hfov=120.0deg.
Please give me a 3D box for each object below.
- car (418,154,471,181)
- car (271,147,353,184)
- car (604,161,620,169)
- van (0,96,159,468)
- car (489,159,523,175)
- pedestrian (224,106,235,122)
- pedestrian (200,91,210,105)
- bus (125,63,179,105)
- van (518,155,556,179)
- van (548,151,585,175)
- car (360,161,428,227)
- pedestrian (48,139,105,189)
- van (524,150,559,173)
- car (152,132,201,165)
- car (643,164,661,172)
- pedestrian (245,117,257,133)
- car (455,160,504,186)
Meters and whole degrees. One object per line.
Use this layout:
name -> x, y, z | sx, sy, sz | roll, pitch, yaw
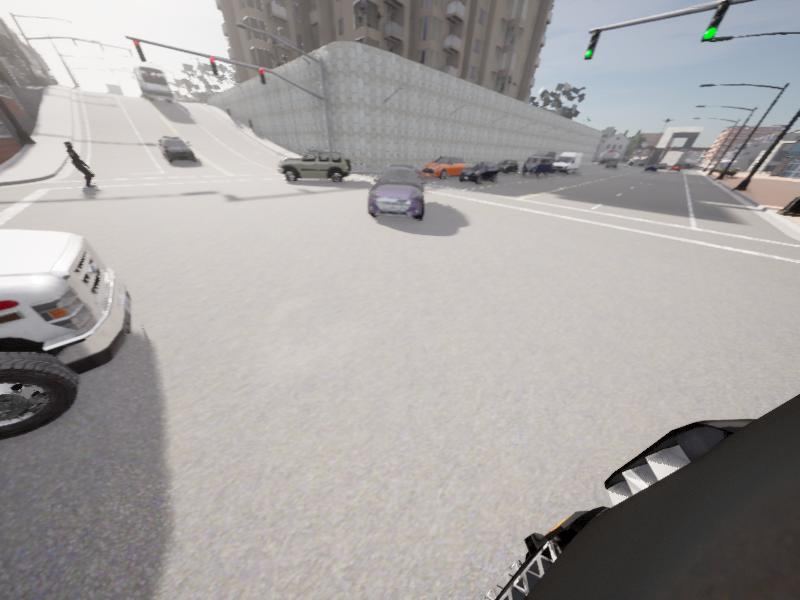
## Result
car -> 4.009, -11.835, 20.519 | 4.553, 1.767, 2.097 | -26, 43, -36
car -> -5.577, -8.929, 15.345 | 4.605, 1.855, 1.932 | -3, 36, -8
car -> 48.941, -31.194, 53.276 | 3.705, 1.549, 1.789 | -26, 43, -36
van -> -5.495, 0.596, 0.466 | 6.366, 2.431, 2.351 | -26, 43, -36
car -> 12.748, -16.002, 27.747 | 4.193, 1.474, 1.816 | -26, 43, -36
pedestrian -> -26.763, -29.202, 36.213 | 0.751, 1.860, 0.751 | -27, 43, -37
pedestrian -> -37.315, -38.596, 44.160 | 0.751, 1.860, 0.751 | 30, 42, 35
bus -> -41.482, -36.105, 38.649 | 3.944, 4.253, 10.273 | -26, 50, -36
van -> 15.211, -14.756, 25.584 | 4.442, 1.987, 1.775 | -26, 43, -36
van -> 23.037, -18.838, 31.824 | 5.915, 2.561, 1.988 | -26, 43, -36
car -> 0.028, -4.506, 9.310 | 2.033, 1.649, 4.856 | 5, 33, 4
pedestrian -> -14.368, -6.057, 10.334 | 0.751, 1.860, 0.751 | 29, 42, 34
van -> 20.975, -20.489, 34.169 | 5.915, 2.561, 1.988 | -26, 43, -36
car -> -18.972, -12.885, 19.580 | 1.930, 1.638, 5.238 | -26, 49, -36
car -> 53.877, -28.180, 49.325 | 4.718, 1.301, 1.895 | -26, 43, -36
pedestrian -> -21.501, -25.213, 33.333 | 0.751, 1.860, 0.751 | -25, 43, -35
car -> 6.361, -10.205, 18.467 | 3.633, 1.501, 1.845 | -27, 44, -36
